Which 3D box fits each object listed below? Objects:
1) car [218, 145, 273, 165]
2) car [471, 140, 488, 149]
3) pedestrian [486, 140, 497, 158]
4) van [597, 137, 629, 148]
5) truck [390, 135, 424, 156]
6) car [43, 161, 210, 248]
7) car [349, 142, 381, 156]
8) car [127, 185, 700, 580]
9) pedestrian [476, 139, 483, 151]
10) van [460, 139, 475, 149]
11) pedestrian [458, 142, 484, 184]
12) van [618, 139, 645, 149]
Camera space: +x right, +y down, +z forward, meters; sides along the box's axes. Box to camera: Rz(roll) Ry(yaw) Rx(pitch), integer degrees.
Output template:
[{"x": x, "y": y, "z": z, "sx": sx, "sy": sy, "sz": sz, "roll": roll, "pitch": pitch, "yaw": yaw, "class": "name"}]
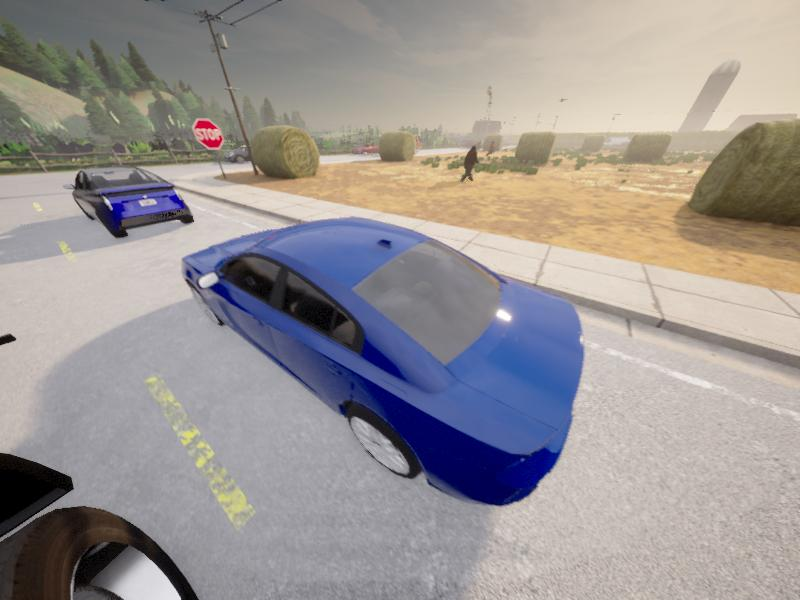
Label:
[{"x": -15.282, "y": -14.542, "z": 23.060, "sx": 1.970, "sy": 1.475, "sz": 3.806, "roll": 24, "pitch": 42, "yaw": 30, "class": "car"}, {"x": 18.819, "y": -36.853, "z": 54.708, "sx": 2.097, "sy": 1.767, "sz": 4.553, "roll": 24, "pitch": 42, "yaw": 30, "class": "car"}, {"x": 11.155, "y": -18.412, "z": 28.130, "sx": 0.751, "sy": 1.860, "sz": 0.751, "roll": 15, "pitch": 38, "yaw": 19, "class": "pedestrian"}, {"x": 59.761, "y": -44.317, "z": 65.006, "sx": 5.915, "sy": 2.561, "sz": 1.988, "roll": 22, "pitch": 40, "yaw": 27, "class": "van"}, {"x": 1.110, "y": -23.883, "z": 35.579, "sx": 2.627, "sy": 2.467, "sz": 5.204, "roll": 24, "pitch": 41, "yaw": 30, "class": "truck"}, {"x": -8.217, "y": -3.135, "z": 6.961, "sx": 4.514, "sy": 1.525, "sz": 2.007, "roll": 22, "pitch": 41, "yaw": 28, "class": "car"}, {"x": -5.032, "y": -22.221, "z": 33.991, "sx": 2.007, "sy": 1.525, "sz": 4.514, "roll": 24, "pitch": 42, "yaw": 30, "class": "car"}, {"x": -0.808, "y": -0.156, "z": 2.789, "sx": 5.008, "sy": 1.535, "sz": 1.882, "roll": 22, "pitch": 41, "yaw": 28, "class": "car"}, {"x": 15.049, "y": -29.480, "z": 43.855, "sx": 0.751, "sy": 1.860, "sz": 0.751, "roll": 21, "pitch": 40, "yaw": 27, "class": "pedestrian"}, {"x": 16.656, "y": -38.633, "z": 57.042, "sx": 1.775, "sy": 1.987, "sz": 4.442, "roll": 24, "pitch": 42, "yaw": 30, "class": "van"}, {"x": 3.775, "y": -7.359, "z": 12.421, "sx": 0.751, "sy": 1.860, "sz": 0.751, "roll": -14, "pitch": 38, "yaw": -19, "class": "pedestrian"}, {"x": 61.019, "y": -41.139, "z": 60.985, "sx": 4.480, "sy": 2.038, "sz": 2.069, "roll": 22, "pitch": 40, "yaw": 27, "class": "van"}]
